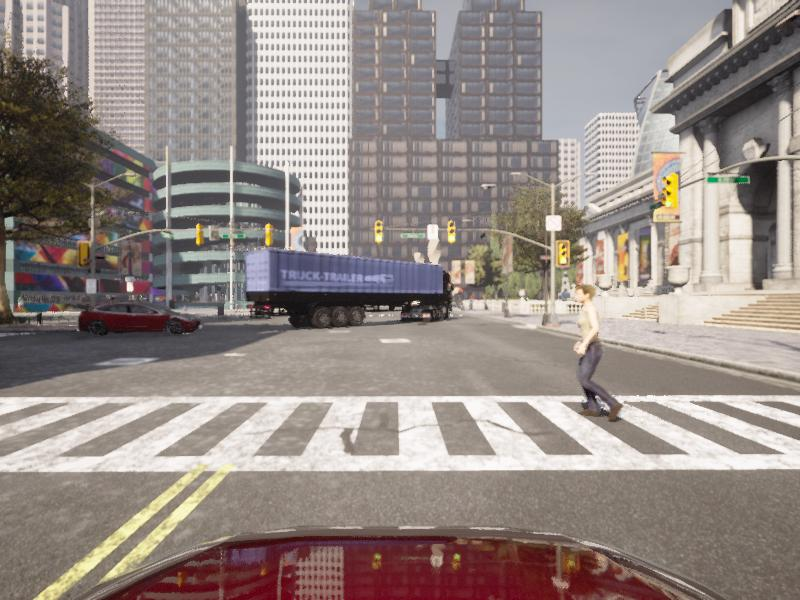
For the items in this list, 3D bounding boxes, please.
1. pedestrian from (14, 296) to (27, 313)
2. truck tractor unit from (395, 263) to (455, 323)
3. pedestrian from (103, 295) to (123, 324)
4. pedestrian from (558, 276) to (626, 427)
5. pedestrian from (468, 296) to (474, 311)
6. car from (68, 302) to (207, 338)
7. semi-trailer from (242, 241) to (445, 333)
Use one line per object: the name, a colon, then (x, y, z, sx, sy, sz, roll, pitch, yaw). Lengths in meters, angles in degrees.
pedestrian: (-42.323, 0.473, 44.600, 0.751, 1.860, 0.751, 0, 0, -16)
truck tractor unit: (2.184, -0.530, 31.666, 3.053, 4.208, 6.516, 0, 0, 20)
pedestrian: (-18.959, 0.630, 26.433, 0.751, 1.860, 0.751, 0, 0, 8)
pedestrian: (2.551, 0.636, 5.407, 0.751, 1.860, 0.751, 0, 0, 20)
pedestrian: (9.221, 0.471, 51.778, 0.751, 1.860, 0.751, 0, 0, 7)
car: (-11.664, 0.846, 18.182, 4.792, 1.488, 2.163, 0, 0, -11)
semi-trailer: (-2.511, -0.631, 25.430, 2.717, 4.402, 14.254, 1, 0, 42)
